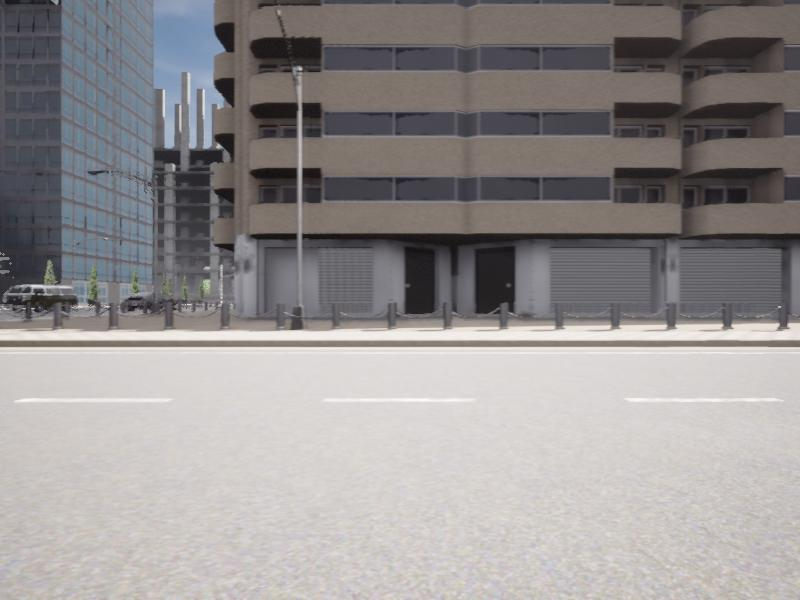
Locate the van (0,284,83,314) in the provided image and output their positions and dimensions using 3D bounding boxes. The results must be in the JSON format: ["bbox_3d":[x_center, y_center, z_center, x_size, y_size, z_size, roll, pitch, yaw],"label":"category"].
[{"bbox_3d":[-25.821,-0.076,28.998,2.069,2.038,4.480,0,0,0],"label":"van"}]

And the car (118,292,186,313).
[{"bbox_3d":[-18.814,0.202,30.671,2.163,1.488,4.792,0,0,0],"label":"car"}]
